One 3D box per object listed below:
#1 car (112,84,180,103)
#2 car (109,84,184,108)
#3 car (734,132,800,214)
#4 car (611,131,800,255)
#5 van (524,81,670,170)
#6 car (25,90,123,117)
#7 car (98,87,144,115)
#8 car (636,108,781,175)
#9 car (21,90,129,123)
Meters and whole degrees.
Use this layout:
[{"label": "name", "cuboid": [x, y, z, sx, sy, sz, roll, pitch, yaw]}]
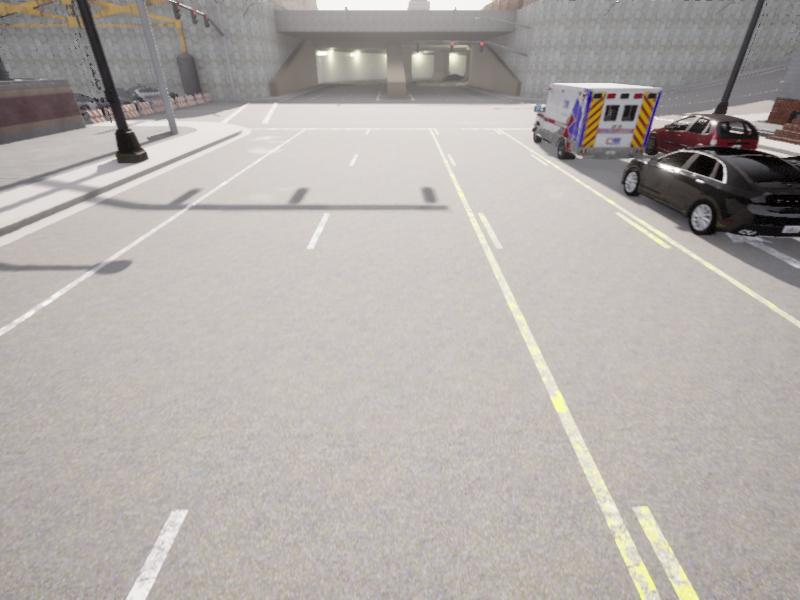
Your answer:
[{"label": "car", "cuboid": [-21.921, -17.929, 34.707, 1.853, 1.218, 4.536, 15, 34, 24]}, {"label": "car", "cuboid": [-21.896, -17.816, 34.826, 2.038, 1.542, 4.974, 15, 34, 24]}, {"label": "car", "cuboid": [10.527, -2.545, 8.841, 2.128, 1.511, 4.902, 0, 30, 0]}, {"label": "car", "cuboid": [7.034, -2.706, 9.132, 1.837, 1.490, 4.892, 0, 30, 0]}, {"label": "van", "cuboid": [7.051, -7.002, 15.543, 2.351, 2.431, 6.366, 0, 30, 0]}, {"label": "car", "cuboid": [-21.145, -12.891, 26.106, 1.853, 1.218, 4.536, 26, 39, 37]}, {"label": "car", "cuboid": [-21.114, -15.103, 30.194, 2.038, 1.542, 4.974, -20, 36, -31]}, {"label": "car", "cuboid": [10.547, -5.717, 14.162, 1.851, 1.617, 3.988, 0, 30, 0]}, {"label": "car", "cuboid": [-21.109, -12.774, 26.218, 2.038, 1.542, 4.974, 26, 39, 37]}]
